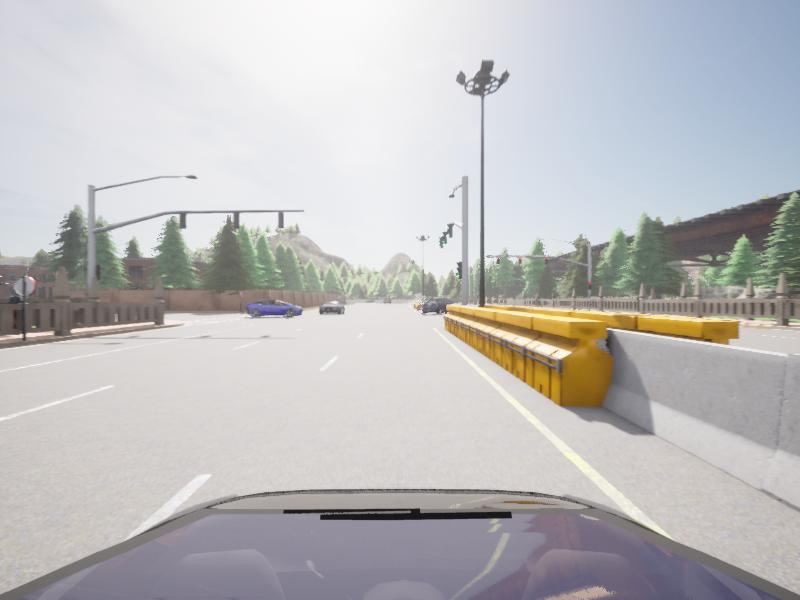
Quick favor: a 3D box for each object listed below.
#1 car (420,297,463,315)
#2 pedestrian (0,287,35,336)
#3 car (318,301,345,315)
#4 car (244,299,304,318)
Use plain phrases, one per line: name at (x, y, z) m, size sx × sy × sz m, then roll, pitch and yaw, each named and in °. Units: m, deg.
car at (4.293, 0.557, 41.165) m, size 2.097 × 1.767 × 4.553 m, roll 0°, pitch 0°, yaw 42°
pedestrian at (-15.071, 0.433, 15.713) m, size 0.751 × 1.860 × 0.751 m, roll 0°, pitch 0°, yaw 2°
car at (-6.845, 0.773, 40.505) m, size 1.994 × 1.385 × 4.181 m, roll 0°, pitch 0°, yaw 0°
car at (-10.532, 0.717, 33.759) m, size 4.514 × 1.525 × 2.007 m, roll 0°, pitch 0°, yaw -8°
